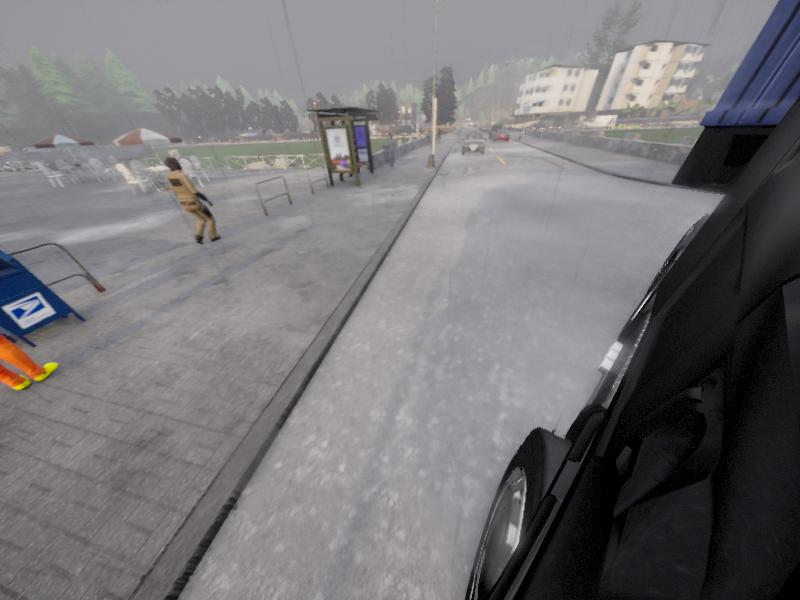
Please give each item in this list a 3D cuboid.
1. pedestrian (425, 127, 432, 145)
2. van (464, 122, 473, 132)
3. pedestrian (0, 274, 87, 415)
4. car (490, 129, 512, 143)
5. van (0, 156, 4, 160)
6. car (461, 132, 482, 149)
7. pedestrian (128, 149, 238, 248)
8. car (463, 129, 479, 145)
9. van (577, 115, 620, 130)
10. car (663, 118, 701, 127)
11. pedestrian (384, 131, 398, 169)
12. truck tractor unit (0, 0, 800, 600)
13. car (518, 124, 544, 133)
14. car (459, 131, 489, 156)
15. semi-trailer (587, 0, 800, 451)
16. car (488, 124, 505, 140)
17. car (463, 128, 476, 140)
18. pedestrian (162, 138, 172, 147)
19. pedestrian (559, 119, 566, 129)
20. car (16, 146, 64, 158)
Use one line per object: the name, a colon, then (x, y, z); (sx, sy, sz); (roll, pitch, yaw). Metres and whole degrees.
pedestrian: (3.705, -21.019, 29.633); (0.751, 1.860, 0.751); (6, 38, 12)
van: (21.528, -54.220, 72.464); (2.351, 2.431, 6.366); (6, 38, 12)
pedestrian: (-4.010, 0.123, 1.968); (0.751, 1.860, 0.751); (26, 46, 33)
car: (13.870, -22.733, 31.904); (1.994, 1.385, 4.181); (5, 38, 10)
van: (-76.841, -25.763, 40.702); (2.351, 2.431, 6.366); (6, 38, 12)
car: (8.029, -18.034, 26.073); (1.895, 1.301, 4.718); (6, 38, 12)
pedestrian: (-4.602, -2.173, 5.101); (0.751, 1.860, 0.751); (0, 37, 4)
car: (9.537, -22.108, 31.237); (1.837, 1.490, 4.892); (6, 38, 12)
van: (43.568, -39.095, 50.953); (6.366, 2.431, 2.351); (6, 38, 12)
car: (58.643, -37.005, 48.175); (4.718, 1.301, 1.895); (6, 38, 12)
pedestrian: (-0.509, -9.041, 13.949); (0.751, 1.860, 0.751); (-2, 37, 1)
truck tractor unit: (2.645, -0.295, 0.351); (6.516, 4.208, 3.053); (-28, 44, -30)
car: (30.479, -40.146, 53.945); (4.892, 1.490, 1.837); (6, 38, 12)
car: (6.562, -13.998, 20.612); (2.128, 1.511, 4.902); (7, 38, 12)
semi-trailer: (10.032, -1.867, 1.824); (14.254, 4.402, 2.717); (-7, 37, -5)
car: (15.443, -27.172, 37.281); (1.905, 1.878, 3.866); (6, 38, 12)
car: (12.432, -29.795, 41.373); (2.033, 1.411, 5.357); (6, 38, 12)
pedestrian: (-64.807, -43.813, 64.248); (0.751, 1.860, 0.751); (6, 38, 11)
pedestrian: (39.870, -43.148, 56.645); (0.751, 1.860, 0.751); (6, 38, 12)
car: (-74.765, -30.908, 48.080); (2.033, 1.649, 4.856); (6, 38, 12)
